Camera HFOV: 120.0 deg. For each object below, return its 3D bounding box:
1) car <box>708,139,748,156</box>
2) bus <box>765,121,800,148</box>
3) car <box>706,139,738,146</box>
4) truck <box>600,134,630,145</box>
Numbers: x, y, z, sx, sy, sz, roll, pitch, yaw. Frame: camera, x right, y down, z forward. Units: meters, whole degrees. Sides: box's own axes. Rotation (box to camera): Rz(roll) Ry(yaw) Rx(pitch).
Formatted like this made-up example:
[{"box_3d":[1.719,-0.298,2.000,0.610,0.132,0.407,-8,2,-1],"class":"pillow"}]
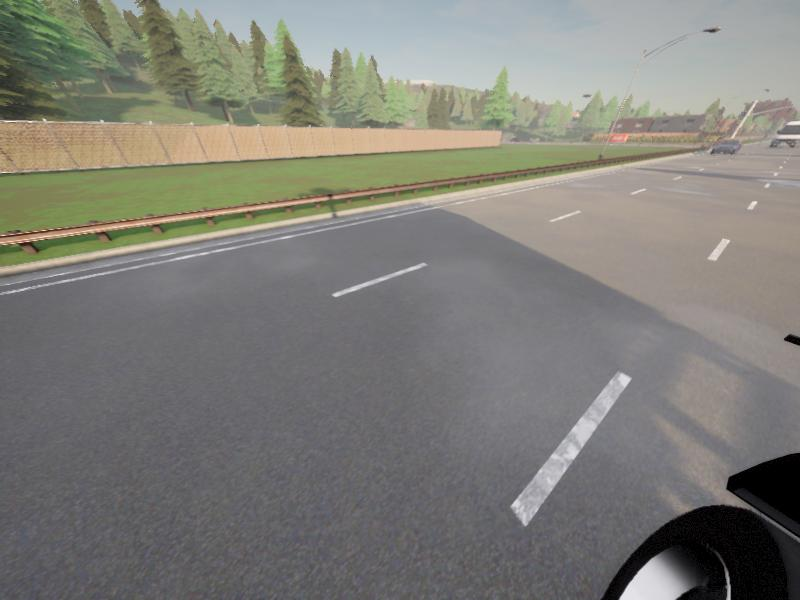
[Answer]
[{"box_3d":[43.544,-20.300,30.659,4.553,1.767,2.097,-22,41,-28],"class":"car"},{"box_3d":[79.321,-33.366,46.687,10.273,4.253,3.944,-22,41,-28],"class":"bus"},{"box_3d":[81.006,-39.707,58.140,4.181,1.385,1.994,21,41,27],"class":"car"},{"box_3d":[63.261,-47.282,68.081,2.627,2.467,5.204,-22,41,-27],"class":"truck"}]
